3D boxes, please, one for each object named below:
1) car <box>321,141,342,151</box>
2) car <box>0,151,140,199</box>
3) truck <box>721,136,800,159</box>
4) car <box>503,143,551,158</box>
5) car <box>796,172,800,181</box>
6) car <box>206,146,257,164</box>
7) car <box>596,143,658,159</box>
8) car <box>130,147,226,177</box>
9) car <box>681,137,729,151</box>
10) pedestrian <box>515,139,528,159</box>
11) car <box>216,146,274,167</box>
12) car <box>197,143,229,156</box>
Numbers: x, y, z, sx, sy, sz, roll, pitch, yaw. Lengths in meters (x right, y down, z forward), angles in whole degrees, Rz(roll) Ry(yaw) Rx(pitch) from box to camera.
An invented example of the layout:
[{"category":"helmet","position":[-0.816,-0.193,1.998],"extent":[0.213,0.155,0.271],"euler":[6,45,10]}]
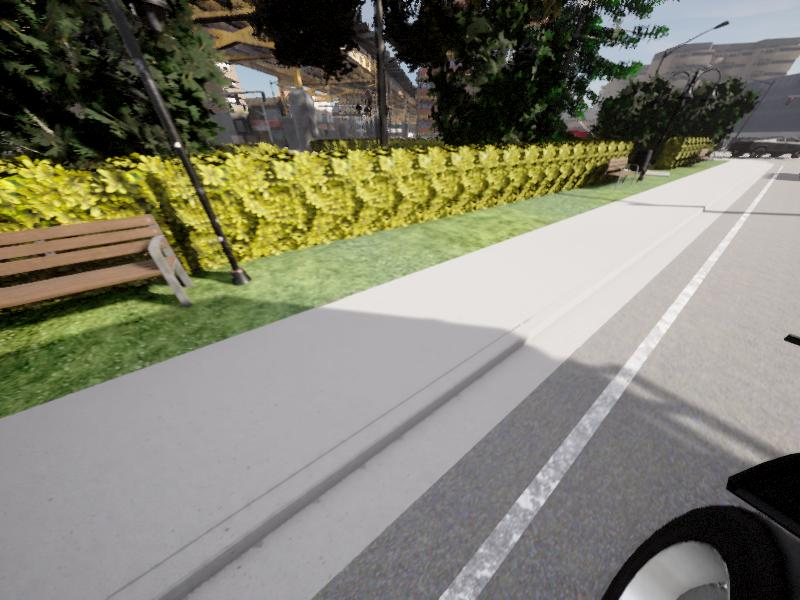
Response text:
[{"category":"car","position":[-13.980,-31.657,47.448],"extent":[1.930,1.638,5.238],"euler":[6,36,9]},{"category":"car","position":[-18.276,-6.969,12.515],"extent":[1.930,1.638,5.238],"euler":[6,36,9]},{"category":"truck","position":[41.952,-17.261,26.182],"extent":[6.274,2.098,2.390],"euler":[4,35,6]},{"category":"car","position":[16.317,-19.479,30.040],"extent":[4.902,1.511,2.128],"euler":[6,36,9]},{"category":"car","position":[26.171,-8.019,13.906],"extent":[4.718,1.301,1.895],"euler":[-22,41,-27]},{"category":"car","position":[-18.814,-16.446,26.115],"extent":[1.812,1.442,4.674],"euler":[6,36,9]},{"category":"car","position":[27.585,-18.283,28.271],"extent":[4.792,1.488,2.163],"euler":[6,36,9]},{"category":"car","position":[-16.985,-10.950,18.160],"extent":[2.152,1.651,5.027],"euler":[6,36,9]},{"category":"car","position":[57.491,-29.483,43.720],"extent":[2.150,2.045,5.566],"euler":[5,35,8]},{"category":"pedestrian","position":[13.651,-16.999,25.951],"extent":[0.751,1.860,0.751],"euler":[11,37,16]},{"category":"car","position":[-15.726,-14.943,23.884],"extent":[2.038,1.542,4.974],"euler":[6,36,9]},{"category":"car","position":[-30.120,-24.269,37.170],"extent":[4.974,1.542,2.038],"euler":[22,41,28]}]
